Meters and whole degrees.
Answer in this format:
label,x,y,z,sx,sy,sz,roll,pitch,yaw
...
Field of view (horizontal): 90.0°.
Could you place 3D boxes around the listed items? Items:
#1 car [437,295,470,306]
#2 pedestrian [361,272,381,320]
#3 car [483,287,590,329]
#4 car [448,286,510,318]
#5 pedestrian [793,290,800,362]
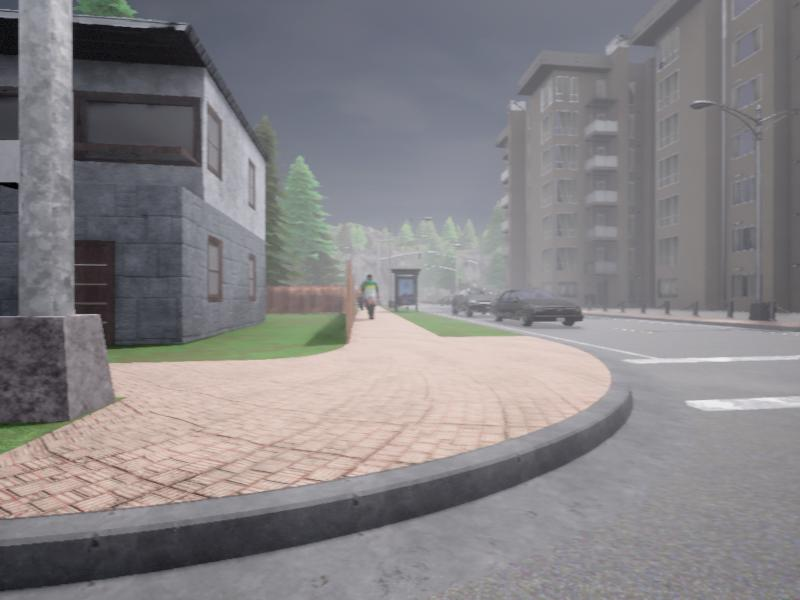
label,x,y,z,sx,sy,sz,roll,pitch,yaw
car,7.875,0.045,58.664,4.974,1.542,2.038,0,1,-42
pedestrian,-1.168,-0.149,15.951,0.751,1.860,0.751,0,0,-6
car,5.091,0.251,15.938,2.033,1.411,5.357,0,0,-5
car,4.399,0.115,23.174,2.152,1.651,5.027,0,0,-5
pedestrian,6.407,0.403,6.025,0.500,1.100,0.500,0,0,-11
